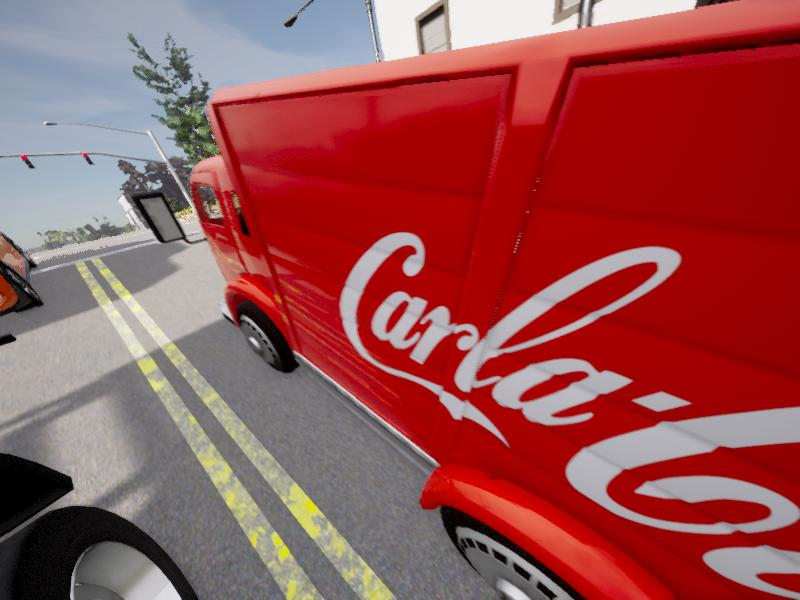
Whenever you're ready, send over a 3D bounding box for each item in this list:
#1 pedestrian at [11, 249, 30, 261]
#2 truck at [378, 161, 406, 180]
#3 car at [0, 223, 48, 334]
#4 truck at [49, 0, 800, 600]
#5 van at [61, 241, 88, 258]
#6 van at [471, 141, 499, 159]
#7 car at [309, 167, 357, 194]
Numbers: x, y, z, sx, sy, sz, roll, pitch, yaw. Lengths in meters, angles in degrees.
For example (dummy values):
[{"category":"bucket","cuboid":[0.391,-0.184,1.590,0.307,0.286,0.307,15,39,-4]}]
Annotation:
[{"category":"pedestrian","cuboid":[-64.146,-7.575,39.076,0.751,1.860,0.751,12,36,39]},{"category":"truck","cuboid":[-2.703,-41.311,73.802,8.468,3.827,2.891,10,35,37]},{"category":"car","cuboid":[-7.806,-0.574,3.429,4.553,1.767,2.097,18,40,30]},{"category":"truck","cuboid":[0.307,-0.194,2.082,5.204,2.467,2.627,22,41,28]},{"category":"van","cuboid":[-77.965,-12.005,55.418,6.366,2.431,2.351,1,29,40]},{"category":"van","cuboid":[21.955,-38.490,59.478,6.366,2.431,2.351,-16,28,-5]},{"category":"car","cuboid":[-7.428,-13.536,26.051,1.932,1.855,4.605,10,35,36]}]
